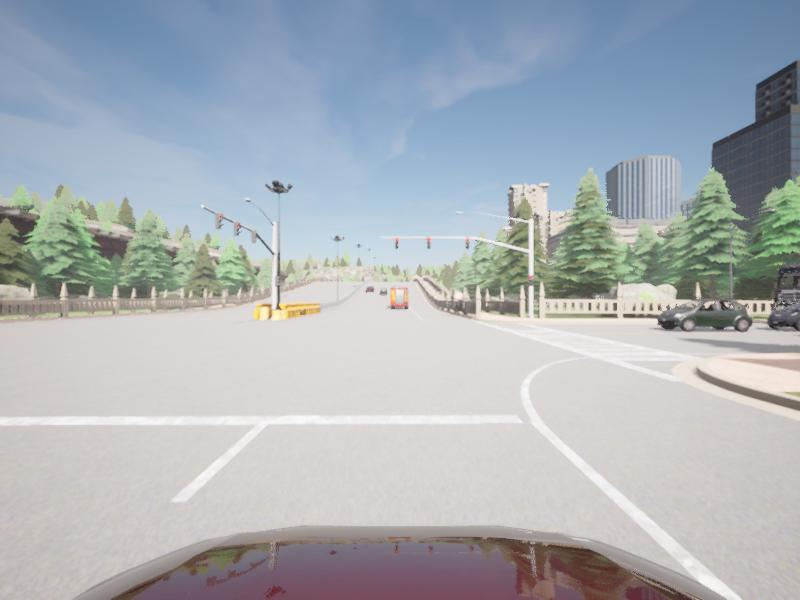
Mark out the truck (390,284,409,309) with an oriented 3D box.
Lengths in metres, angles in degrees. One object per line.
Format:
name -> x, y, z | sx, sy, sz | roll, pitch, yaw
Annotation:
truck -> -0.085, -0.685, 66.100 | 2.891, 3.827, 8.468 | 0, 3, 0

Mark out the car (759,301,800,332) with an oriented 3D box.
car -> 21.126, 0.815, 20.588 | 3.633, 1.501, 1.845 | 0, 0, 0

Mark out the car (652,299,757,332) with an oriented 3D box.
car -> 15.530, 0.776, 20.563 | 3.988, 1.617, 1.851 | 0, 0, 0

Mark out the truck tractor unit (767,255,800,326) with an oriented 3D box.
truck tractor unit -> 26.796, -0.536, 24.113 | 6.516, 4.208, 3.053 | 0, 0, 0

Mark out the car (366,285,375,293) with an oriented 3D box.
car -> -7.273, -2.841, 99.282 | 1.882, 1.535, 5.008 | 0, 7, 0
